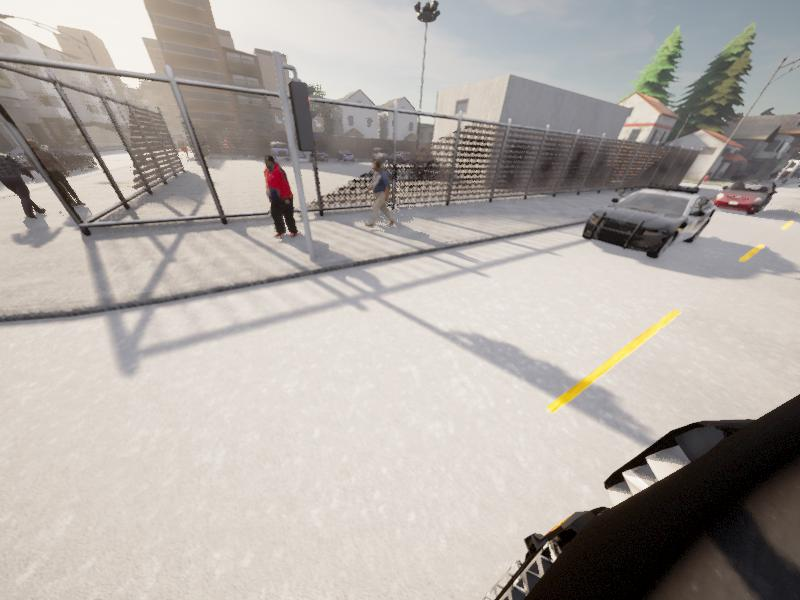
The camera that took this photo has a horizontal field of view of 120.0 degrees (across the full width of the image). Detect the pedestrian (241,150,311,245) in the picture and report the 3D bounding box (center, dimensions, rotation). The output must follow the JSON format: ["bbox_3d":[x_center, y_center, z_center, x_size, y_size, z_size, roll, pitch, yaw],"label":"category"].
[{"bbox_3d":[-2.815,-2.387,5.434,0.751,1.860,0.751,17,36,20],"label":"pedestrian"}]

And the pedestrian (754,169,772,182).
[{"bbox_3d":[61.454,-21.158,39.115,0.751,1.860,0.751,-18,39,-29],"label":"pedestrian"}]

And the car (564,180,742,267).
[{"bbox_3d":[7.810,-2.625,7.112,5.238,1.638,1.930,-16,38,-26],"label":"car"}]

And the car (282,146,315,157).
[{"bbox_3d":[-18.236,-26.659,41.454,4.902,1.511,2.128,-17,38,-27],"label":"car"}]

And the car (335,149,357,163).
[{"bbox_3d":[-7.747,-20.667,33.109,1.845,1.501,3.633,-16,38,-26],"label":"car"}]

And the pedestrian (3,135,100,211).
[{"bbox_3d":[-10.284,-3.761,6.903,0.751,1.860,0.751,18,36,21],"label":"pedestrian"}]

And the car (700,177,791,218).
[{"bbox_3d":[19.130,-5.760,12.813,3.988,1.617,1.851,-16,38,-27],"label":"car"}]

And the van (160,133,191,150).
[{"bbox_3d":[-41.267,-29.271,42.695,2.351,2.431,6.366,-15,37,-25],"label":"van"}]

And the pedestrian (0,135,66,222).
[{"bbox_3d":[-9.985,-3.091,5.914,0.751,1.860,0.751,-18,39,-29],"label":"pedestrian"}]

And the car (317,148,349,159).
[{"bbox_3d":[-11.843,-25.920,40.867,4.902,1.511,2.128,-15,37,-25],"label":"car"}]

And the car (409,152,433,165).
[{"bbox_3d":[3.363,-23.496,38.305,1.816,1.474,4.193,-16,38,-26],"label":"car"}]

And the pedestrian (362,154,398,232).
[{"bbox_3d":[-0.585,-3.008,6.556,0.751,1.860,0.751,-11,36,-20],"label":"pedestrian"}]

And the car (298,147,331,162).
[{"bbox_3d":[-11.315,-19.311,30.747,3.705,1.547,1.789,-16,38,-26],"label":"car"}]

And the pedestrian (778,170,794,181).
[{"bbox_3d":[76.444,-24.767,45.803,0.751,1.860,0.751,-24,42,-34],"label":"pedestrian"}]

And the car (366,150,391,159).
[{"bbox_3d":[-4.485,-30.567,48.515,4.892,1.490,1.837,-17,38,-27],"label":"car"}]

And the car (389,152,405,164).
[{"bbox_3d":[-0.555,-21.511,35.045,1.481,1.379,2.207,-16,38,-26],"label":"car"}]

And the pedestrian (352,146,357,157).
[{"bbox_3d":[-9.562,-31.288,48.625,0.751,1.860,0.751,17,36,20],"label":"pedestrian"}]

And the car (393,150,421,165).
[{"bbox_3d":[0.989,-22.418,36.355,2.242,1.667,4.611,-16,38,-26],"label":"car"}]

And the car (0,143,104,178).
[{"bbox_3d":[-20.689,-8.411,13.756,2.033,1.411,5.357,-15,38,-25],"label":"car"}]

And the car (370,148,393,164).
[{"bbox_3d":[-2.847,-21.590,34.597,1.905,1.878,3.866,-16,38,-26],"label":"car"}]

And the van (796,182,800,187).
[{"bbox_3d":[59.927,-17.368,33.369,4.442,1.987,1.775,-17,38,-26],"label":"van"}]

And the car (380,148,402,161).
[{"bbox_3d":[-1.781,-28.899,45.851,3.866,1.878,1.905,-15,37,-25],"label":"car"}]

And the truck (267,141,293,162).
[{"bbox_3d":[-15.091,-18.657,29.011,2.069,2.038,4.478,-16,38,-26],"label":"truck"}]

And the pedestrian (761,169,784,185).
[{"bbox_3d":[53.419,-17.638,33.132,0.751,1.860,0.751,-10,36,-19],"label":"pedestrian"}]

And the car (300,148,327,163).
[{"bbox_3d":[-11.595,-19.276,30.801,2.033,1.415,5.357,-16,38,-26],"label":"car"}]

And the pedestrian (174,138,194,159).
[{"bbox_3d":[-22.576,-15.844,24.194,0.751,1.860,0.751,-10,36,-19],"label":"pedestrian"}]
